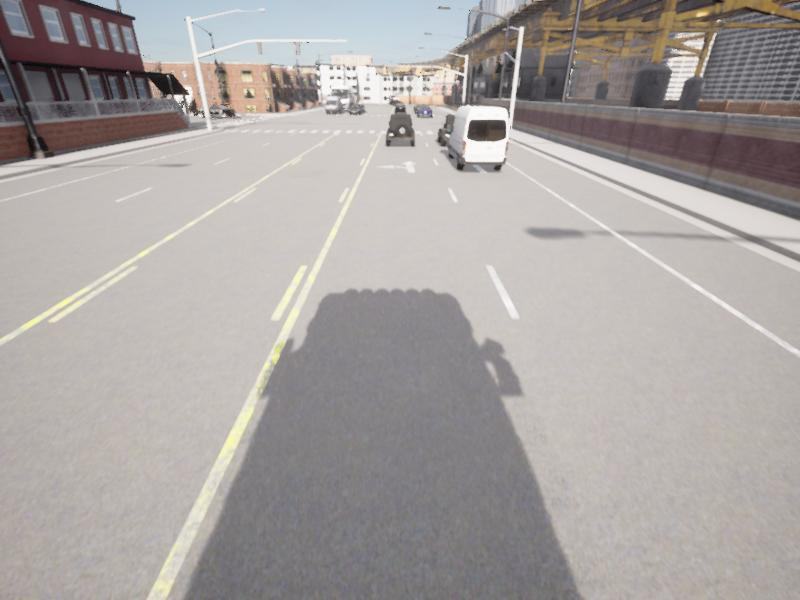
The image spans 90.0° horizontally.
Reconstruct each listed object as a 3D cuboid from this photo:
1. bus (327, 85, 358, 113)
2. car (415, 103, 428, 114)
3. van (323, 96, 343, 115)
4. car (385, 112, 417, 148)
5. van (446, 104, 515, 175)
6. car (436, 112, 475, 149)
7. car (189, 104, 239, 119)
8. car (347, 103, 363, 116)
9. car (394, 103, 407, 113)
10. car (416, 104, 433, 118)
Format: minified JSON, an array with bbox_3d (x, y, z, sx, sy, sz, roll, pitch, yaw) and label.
[{"bbox_3d":[-10.268,-36.667,72.825,3.944,4.253,10.273,0,27,0],"label":"bus"},{"bbox_3d":[3.595,-32.784,68.475,1.882,1.535,5.008,0,27,0],"label":"car"},{"bbox_3d":[-10.413,-30.495,62.697,1.988,2.561,5.915,0,27,0],"label":"van"},{"bbox_3d":[0.040,-11.136,26.100,1.905,1.878,3.866,0,27,0],"label":"car"},{"bbox_3d":[3.536,-7.783,18.951,1.988,2.561,5.915,0,27,0],"label":"van"},{"bbox_3d":[3.540,-11.165,26.207,1.905,1.878,3.866,0,27,0],"label":"car"},{"bbox_3d":[-23.710,-24.087,51.117,5.238,1.638,1.930,0,27,0],"label":"car"},{"bbox_3d":[-6.916,-29.430,61.832,1.851,1.617,3.988,0,27,0],"label":"car"},{"bbox_3d":[0.099,-34.406,71.630,2.163,1.488,4.792,0,27,0],"label":"car"},{"bbox_3d":[3.577,-27.626,58.391,2.152,1.651,5.027,0,27,0],"label":"car"}]
